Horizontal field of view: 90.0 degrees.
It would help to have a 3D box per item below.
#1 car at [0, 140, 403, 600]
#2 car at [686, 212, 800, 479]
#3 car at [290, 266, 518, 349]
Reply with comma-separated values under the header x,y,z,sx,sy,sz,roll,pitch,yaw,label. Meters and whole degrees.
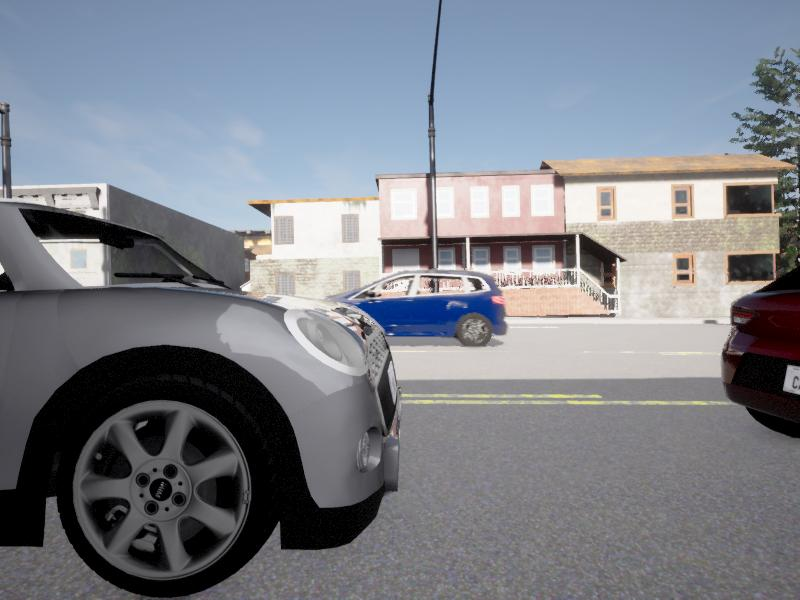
x,y,z,sx,sy,sz,roll,pitch,yaw,label
-1.899,0.258,2.237,3.806,1.475,1.970,0,0,1,car
4.307,0.260,2.168,4.193,1.474,1.816,0,0,1,car
0.090,0.156,9.212,4.611,1.667,2.242,0,0,1,car
